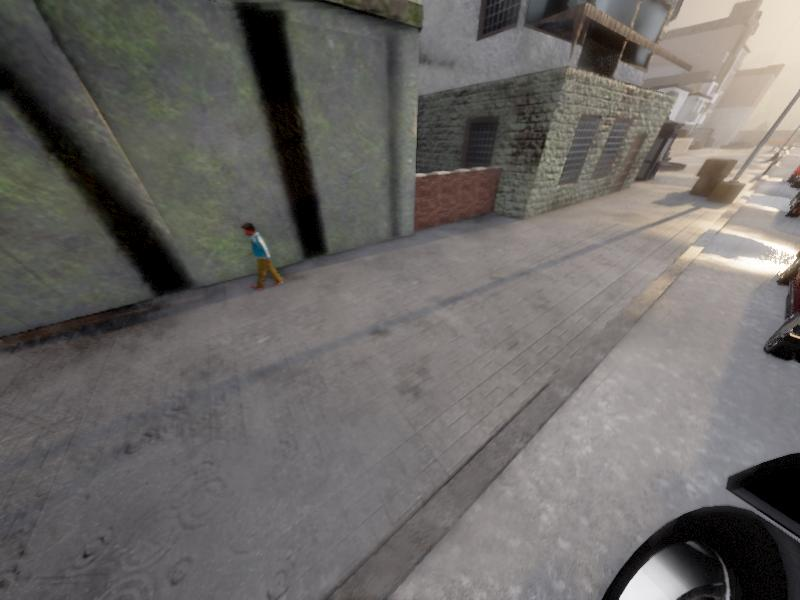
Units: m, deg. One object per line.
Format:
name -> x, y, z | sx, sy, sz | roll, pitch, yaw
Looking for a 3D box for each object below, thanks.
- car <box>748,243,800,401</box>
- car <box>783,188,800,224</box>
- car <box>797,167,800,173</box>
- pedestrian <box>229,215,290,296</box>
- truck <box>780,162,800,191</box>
car -> 6.421, 0.016, 2.708 | 4.718, 1.301, 1.895 | -22, 41, -28
car -> 14.532, -3.323, 7.313 | 4.181, 1.385, 1.994 | -23, 41, -28
car -> 30.472, -10.019, 16.223 | 3.866, 1.878, 1.905 | -22, 41, -28
pedestrian -> -2.253, -0.718, 3.768 | 0.500, 1.100, 0.500 | -19, 39, -25
truck -> 22.044, -6.824, 11.266 | 5.204, 2.467, 2.627 | -22, 41, -28
